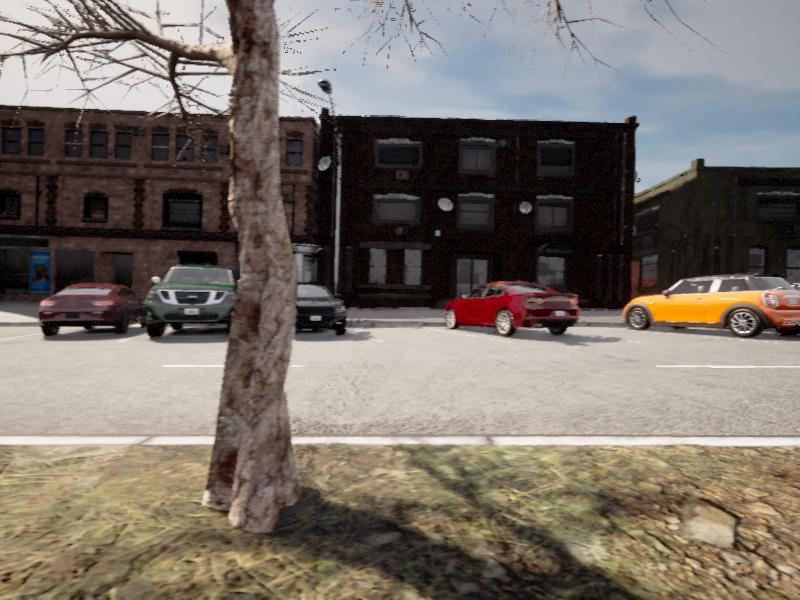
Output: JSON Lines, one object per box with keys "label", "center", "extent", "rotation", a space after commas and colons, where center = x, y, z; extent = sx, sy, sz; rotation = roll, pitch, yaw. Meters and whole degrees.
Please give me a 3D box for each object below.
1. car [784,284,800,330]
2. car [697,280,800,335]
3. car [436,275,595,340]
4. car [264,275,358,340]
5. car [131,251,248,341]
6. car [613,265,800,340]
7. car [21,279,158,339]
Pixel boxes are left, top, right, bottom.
{"label": "car", "center": [15.185, 0.217, 11.890], "extent": [2.097, 1.535, 5.008], "rotation": [1, -1, -18]}
{"label": "car", "center": [12.167, 0.217, 11.956], "extent": [2.231, 1.521, 4.892], "rotation": [0, -1, -19]}
{"label": "car", "center": [3.102, 0.212, 12.135], "extent": [2.097, 1.535, 5.008], "rotation": [0, -1, -20]}
{"label": "car", "center": [-2.936, 0.209, 12.174], "extent": [2.097, 1.535, 5.008], "rotation": [1, -1, -20]}
{"label": "car", "center": [-5.944, -0.044, 12.133], "extent": [2.435, 2.045, 5.566], "rotation": [1, -1, -21]}
{"label": "car", "center": [9.148, 0.089, 12.018], "extent": [2.185, 1.767, 4.553], "rotation": [0, -1, -19]}
{"label": "car", "center": [-8.984, 0.246, 12.119], "extent": [2.002, 1.452, 4.674], "rotation": [0, -1, -21]}
